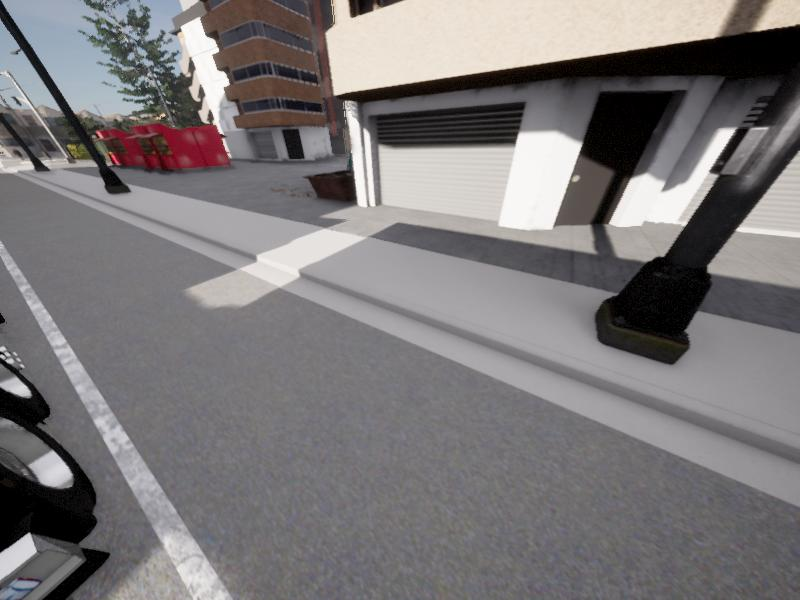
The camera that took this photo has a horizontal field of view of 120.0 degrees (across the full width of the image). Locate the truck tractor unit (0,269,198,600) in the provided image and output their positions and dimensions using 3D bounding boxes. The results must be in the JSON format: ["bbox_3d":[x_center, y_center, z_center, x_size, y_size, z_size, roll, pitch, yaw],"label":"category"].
[{"bbox_3d":[-5.121,-0.290,0.768,6.516,4.208,3.053,18,39,24],"label":"truck tractor unit"}]
